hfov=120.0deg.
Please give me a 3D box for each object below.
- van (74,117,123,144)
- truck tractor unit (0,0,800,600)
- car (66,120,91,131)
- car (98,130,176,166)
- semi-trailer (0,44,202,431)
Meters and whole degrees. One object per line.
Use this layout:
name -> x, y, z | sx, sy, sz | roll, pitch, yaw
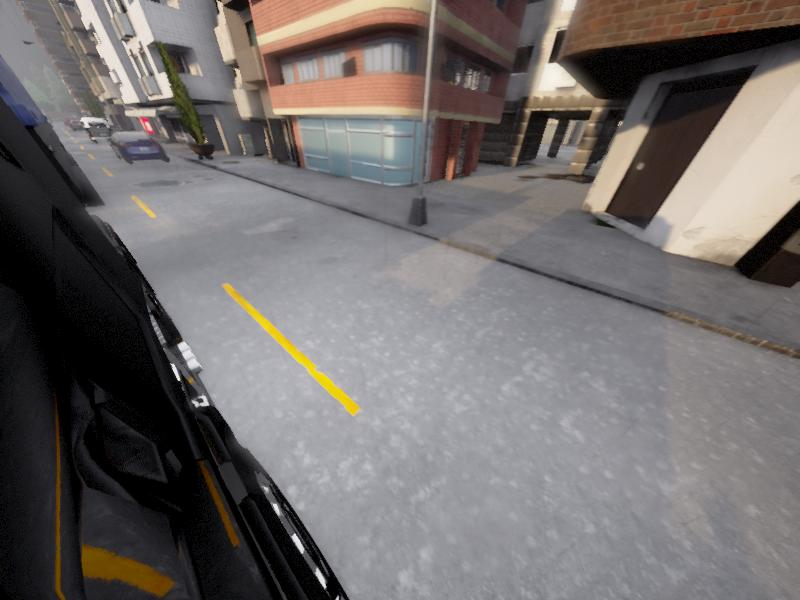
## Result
van -> -31.085, -17.489, 23.814 | 4.480, 2.038, 2.069 | 28, 44, 30
truck tractor unit -> -2.645, -0.295, 0.351 | 6.516, 4.208, 3.053 | 28, 44, 30
car -> -57.115, -30.958, 41.051 | 3.806, 1.475, 1.970 | 28, 44, 30
car -> -16.258, -9.457, 14.250 | 4.792, 1.488, 2.163 | 28, 44, 30
semi-trailer -> -8.711, -3.567, 4.258 | 14.254, 4.402, 2.717 | 28, 44, 30
